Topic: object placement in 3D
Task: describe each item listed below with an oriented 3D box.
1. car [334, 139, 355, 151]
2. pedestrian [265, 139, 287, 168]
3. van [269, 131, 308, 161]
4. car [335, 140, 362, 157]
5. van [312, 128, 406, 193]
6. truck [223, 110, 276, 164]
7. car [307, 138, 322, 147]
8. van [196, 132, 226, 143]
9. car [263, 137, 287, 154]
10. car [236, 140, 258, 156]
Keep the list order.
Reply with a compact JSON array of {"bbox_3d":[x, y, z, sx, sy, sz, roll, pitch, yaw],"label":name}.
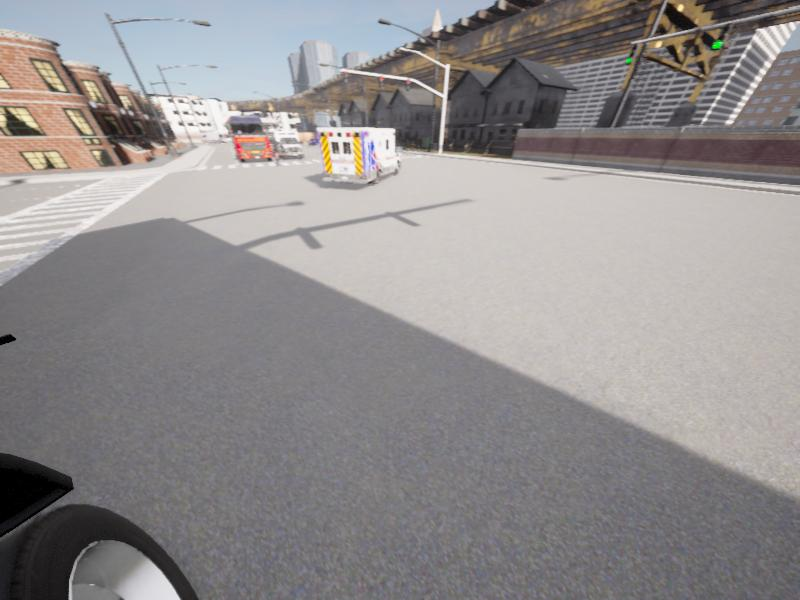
[{"bbox_3d":[-9.081,-25.188,37.527,1.970,1.475,3.806,-20,40,-25],"label":"car"},{"bbox_3d":[-9.883,-11.718,18.484,0.751,1.860,0.751,20,41,26],"label":"pedestrian"},{"bbox_3d":[-12.297,-16.934,25.281,2.351,2.431,6.366,-20,40,-25],"label":"van"},{"bbox_3d":[-6.383,-18.743,28.517,1.789,1.549,3.705,-20,40,-25],"label":"car"},{"bbox_3d":[-1.719,-8.000,12.854,2.351,2.431,6.366,11,37,15],"label":"van"},{"bbox_3d":[-15.498,-16.585,23.615,2.891,3.827,8.468,-20,40,-25],"label":"truck"},{"bbox_3d":[-18.508,-34.142,50.004,1.812,1.442,4.674,-20,40,-25],"label":"car"},{"bbox_3d":[-55.045,-47.302,67.413,5.915,2.561,1.988,-3,36,-3],"label":"van"},{"bbox_3d":[-17.600,-21.713,32.400,1.932,1.855,4.605,-20,40,-25],"label":"car"},{"bbox_3d":[-20.458,-20.364,30.865,1.837,1.490,4.892,-20,40,-25],"label":"car"}]
